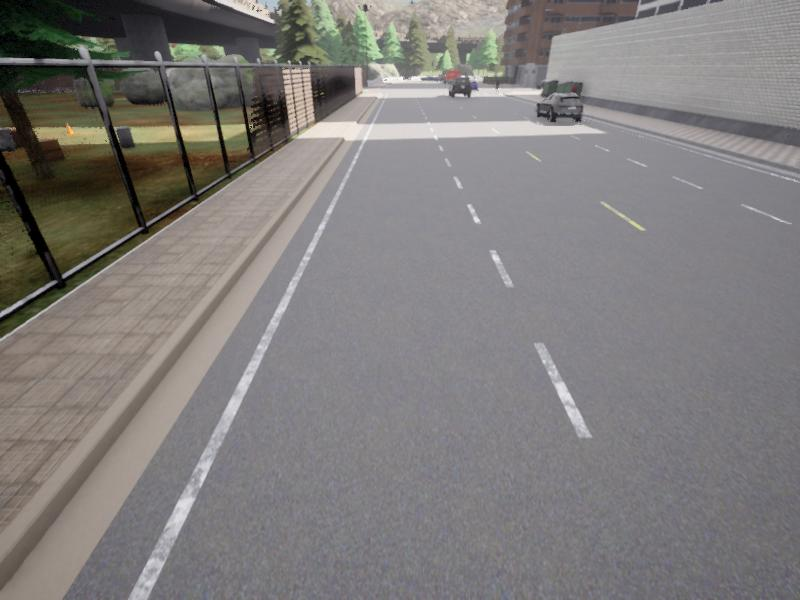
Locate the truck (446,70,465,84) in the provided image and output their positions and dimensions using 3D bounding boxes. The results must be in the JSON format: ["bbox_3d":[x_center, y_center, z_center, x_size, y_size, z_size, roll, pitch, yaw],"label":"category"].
[{"bbox_3d":[12.363,-49.783,89.252,2.627,2.467,5.204,12,32,20],"label":"truck"}]

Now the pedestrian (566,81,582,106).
[{"bbox_3d":[14.869,-17.640,34.211,0.751,1.860,0.751,1,30,1],"label":"pedestrian"}]

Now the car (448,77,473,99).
[{"bbox_3d":[7.076,-25.182,47.351,2.150,2.045,5.566,0,30,0],"label":"car"}]

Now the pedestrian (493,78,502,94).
[{"bbox_3d":[13.248,-29.145,54.415,0.751,1.860,0.751,-20,35,-30],"label":"pedestrian"}]

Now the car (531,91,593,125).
[{"bbox_3d":[10.547,-12.818,26.495,2.033,1.649,4.856,0,30,0],"label":"car"}]

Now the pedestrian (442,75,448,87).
[{"bbox_3d":[8.120,-39.565,72.288,0.751,1.860,0.751,-3,30,-5],"label":"pedestrian"}]
